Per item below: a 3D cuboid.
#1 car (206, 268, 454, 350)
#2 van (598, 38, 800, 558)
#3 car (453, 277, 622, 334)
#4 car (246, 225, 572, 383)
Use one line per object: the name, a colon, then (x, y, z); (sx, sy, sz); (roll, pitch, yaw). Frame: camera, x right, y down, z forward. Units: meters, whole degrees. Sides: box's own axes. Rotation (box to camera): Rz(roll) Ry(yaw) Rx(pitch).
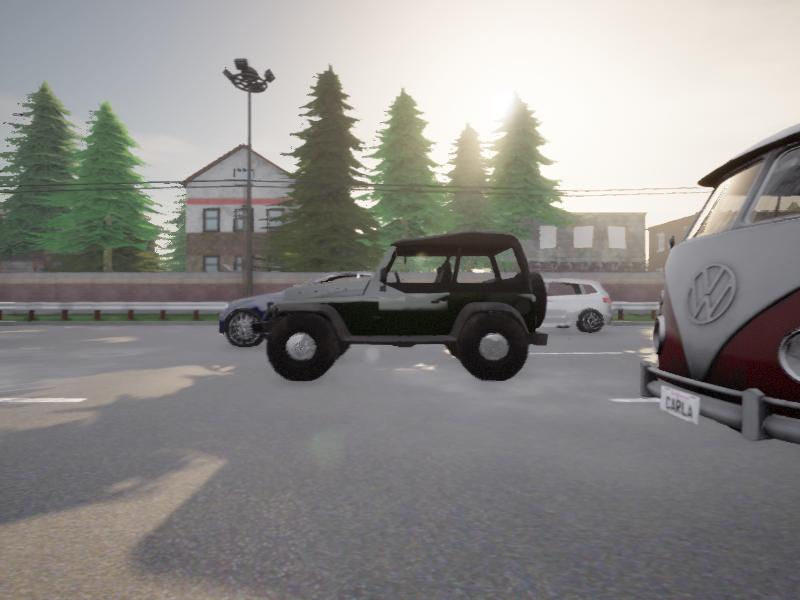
car: (-1.419, 0.180, 9.199); (5.027, 1.651, 2.152); (0, 0, 0)
van: (3.752, 0.001, 2.198); (4.442, 1.987, 1.775); (0, 0, 0)
car: (4.122, 0.156, 12.700); (4.611, 1.667, 2.242); (0, 0, 0)
car: (0.108, 0.046, 5.701); (3.866, 1.878, 1.905); (0, 0, 0)
